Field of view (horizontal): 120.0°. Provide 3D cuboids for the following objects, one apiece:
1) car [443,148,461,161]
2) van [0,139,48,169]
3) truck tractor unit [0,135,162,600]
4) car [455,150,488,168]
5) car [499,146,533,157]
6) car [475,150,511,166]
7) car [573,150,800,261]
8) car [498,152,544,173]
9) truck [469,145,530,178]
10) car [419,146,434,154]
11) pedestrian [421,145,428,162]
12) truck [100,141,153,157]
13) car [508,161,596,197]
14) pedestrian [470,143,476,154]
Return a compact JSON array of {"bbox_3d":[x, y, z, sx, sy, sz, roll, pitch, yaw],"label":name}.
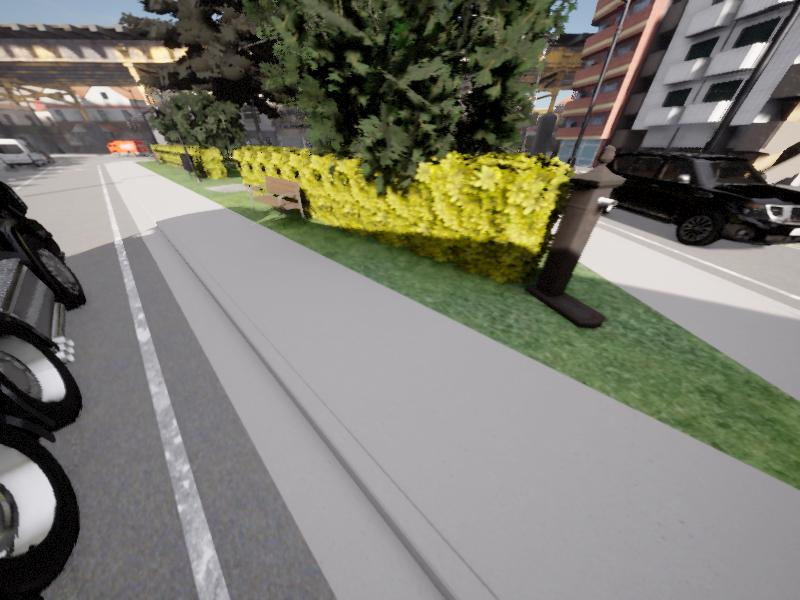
[{"bbox_3d":[7.956,-22.579,35.726,2.128,1.511,4.902,4,35,6],"label":"car"},{"bbox_3d":[-41.279,-15.902,25.060,5.915,2.561,1.988,28,43,35],"label":"van"},{"bbox_3d":[-4.876,-0.485,1.052,6.516,4.208,3.053,27,43,33],"label":"truck tractor unit"},{"bbox_3d":[7.847,-15.856,25.934,2.163,1.488,4.792,-1,34,-2],"label":"car"},{"bbox_3d":[22.286,-28.702,44.554,5.238,1.638,1.930,-1,34,-2],"label":"car"},{"bbox_3d":[11.236,-17.461,28.279,2.163,1.488,4.792,-2,34,-3],"label":"car"},{"bbox_3d":[8.673,-3.348,7.166,2.150,2.045,5.566,-1,34,-2],"label":"car"},{"bbox_3d":[11.508,-13.412,22.399,1.812,1.442,4.674,-1,34,-2],"label":"car"},{"bbox_3d":[8.129,-12.058,19.841,2.390,2.098,6.274,-1,34,-1],"label":"truck"},{"bbox_3d":[6.369,-35.991,55.242,2.038,1.542,4.974,13,37,18],"label":"car"},{"bbox_3d":[3.114,-18.458,29.093,0.751,1.860,0.751,5,35,8],"label":"pedestrian"},{"bbox_3d":[-49.321,-27.358,41.852,5.204,2.467,2.627,-1,34,-2],"label":"truck"},{"bbox_3d":[8.401,-7.178,13.424,1.895,1.301,4.718,-1,34,-2],"label":"car"},{"bbox_3d":[15.975,-33.040,50.386,0.751,1.860,0.751,22,40,28],"label":"pedestrian"}]
